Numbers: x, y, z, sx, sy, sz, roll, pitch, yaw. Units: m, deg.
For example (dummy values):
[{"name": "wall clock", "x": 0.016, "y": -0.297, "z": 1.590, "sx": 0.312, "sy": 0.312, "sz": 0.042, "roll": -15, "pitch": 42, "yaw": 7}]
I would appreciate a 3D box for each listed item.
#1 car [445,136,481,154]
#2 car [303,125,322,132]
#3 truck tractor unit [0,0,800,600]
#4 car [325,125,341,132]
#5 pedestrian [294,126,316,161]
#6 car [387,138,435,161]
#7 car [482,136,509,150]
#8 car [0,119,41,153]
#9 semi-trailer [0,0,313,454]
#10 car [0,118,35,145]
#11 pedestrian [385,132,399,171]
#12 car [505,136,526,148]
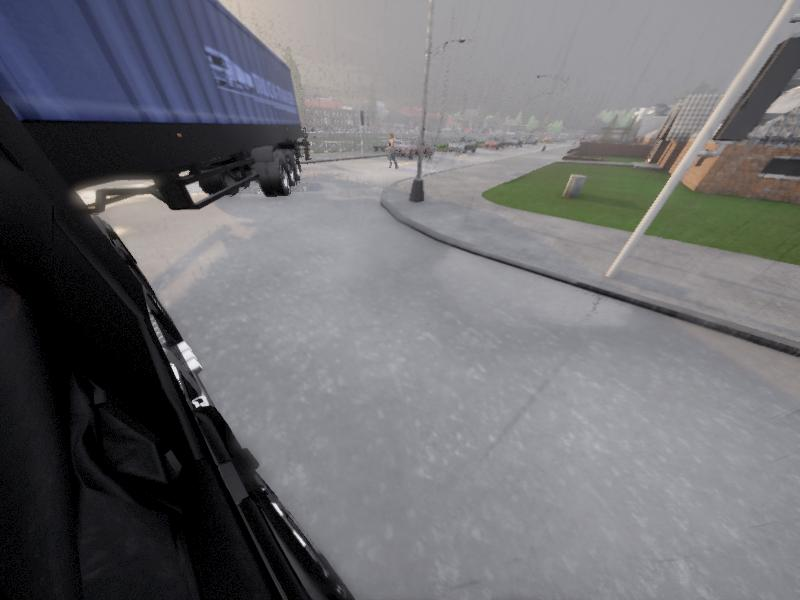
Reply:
[{"name": "car", "x": 7.275, "y": -17.756, "z": 26.418, "sx": 2.007, "sy": 1.525, "sz": 4.514, "roll": 26, "pitch": 43, "yaw": 28}, {"name": "car", "x": -28.186, "y": -55.572, "z": 74.720, "sx": 1.930, "sy": 1.638, "sz": 5.238, "roll": 26, "pitch": 43, "yaw": 28}, {"name": "truck tractor unit", "x": -2.645, "y": -0.295, "z": 0.351, "sx": 6.516, "sy": 4.208, "sz": 3.053, "roll": 28, "pitch": 44, "yaw": 30}, {"name": "car", "x": -23.126, "y": -59.350, "z": 80.030, "sx": 2.033, "sy": 1.649, "sz": 4.856, "roll": 26, "pitch": 43, "yaw": 28}, {"name": "pedestrian", "x": -6.299, "y": -10.457, "z": 15.415, "sx": 0.751, "sy": 1.860, "sz": 0.751, "roll": 24, "pitch": 42, "yaw": 26}, {"name": "car", "x": 1.020, "y": -13.030, "z": 19.905, "sx": 1.994, "sy": 1.385, "sz": 4.181, "roll": 26, "pitch": 43, "yaw": 28}, {"name": "car", "x": 13.807, "y": -22.627, "z": 33.271, "sx": 2.007, "sy": 1.525, "sz": 4.514, "roll": 26, "pitch": 43, "yaw": 28}, {"name": "car", "x": -26.902, "y": -11.164, "z": 15.608, "sx": 4.611, "sy": 1.667, "sz": 2.242, "roll": 26, "pitch": 43, "yaw": 29}, {"name": "semi-trailer", "x": -5.116, "y": -4.739, "z": 5.947, "sx": 2.717, "sy": 4.402, "sz": 14.254, "roll": -5, "pitch": 38, "yaw": -8}, {"name": "car", "x": -32.802, "y": -14.065, "z": 19.177, "sx": 4.856, "sy": 1.649, "sz": 2.033, "roll": 26, "pitch": 43, "yaw": 28}, {"name": "pedestrian", "x": -0.479, "y": -8.918, "z": 13.893, "sx": 0.751, "sy": 1.860, "sz": 0.751, "roll": 3, "pitch": 37, "yaw": 1}, {"name": "car", "x": 19.710, "y": -27.005, "z": 39.479, "sx": 1.816, "sy": 1.474, "sz": 4.193, "roll": 26, "pitch": 43, "yaw": 28}]
